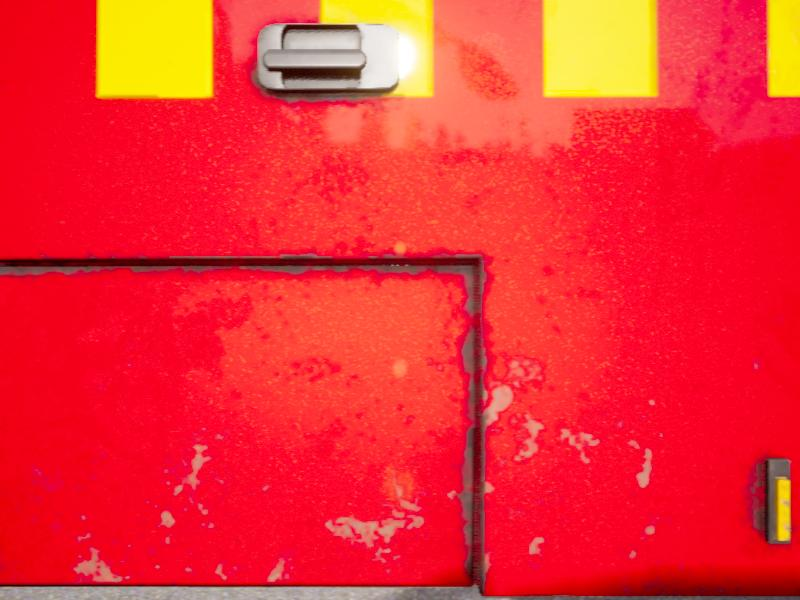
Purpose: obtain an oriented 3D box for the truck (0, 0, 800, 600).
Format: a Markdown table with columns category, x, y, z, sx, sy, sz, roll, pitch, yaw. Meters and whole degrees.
| category | x | y | z | sx | sy | sz | roll | pitch | yaw |
| --- | --- | --- | --- | --- | --- | --- | --- | --- | --- |
| truck | 0.086 | -0.921 | 2.196 | 8.468 | 3.827 | 2.891 | 0 | 0 | 0 |
